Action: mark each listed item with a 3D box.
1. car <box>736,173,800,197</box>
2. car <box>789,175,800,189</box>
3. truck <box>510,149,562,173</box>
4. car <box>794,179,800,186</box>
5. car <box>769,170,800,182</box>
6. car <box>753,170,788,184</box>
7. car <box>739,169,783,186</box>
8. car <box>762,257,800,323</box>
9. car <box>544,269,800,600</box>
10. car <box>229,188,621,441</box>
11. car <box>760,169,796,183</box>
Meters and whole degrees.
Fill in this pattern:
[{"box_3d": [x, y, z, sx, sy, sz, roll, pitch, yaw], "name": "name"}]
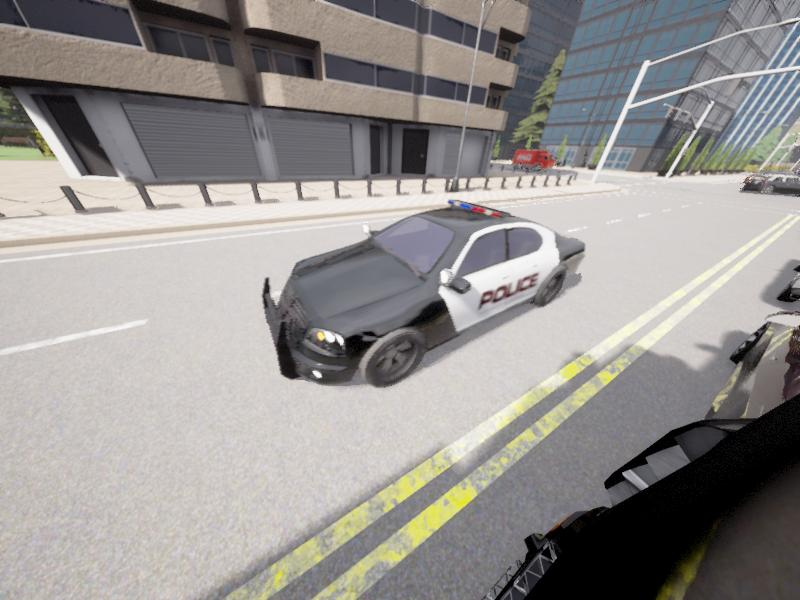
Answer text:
[{"box_3d": [32.979, -9.911, 19.960, 3.806, 1.475, 1.970, 11, 35, 13], "name": "car"}, {"box_3d": [49.591, -14.412, 27.926, 3.988, 1.617, 1.851, -16, 38, -26], "name": "car"}, {"box_3d": [18.554, -19.208, 31.899, 2.627, 2.467, 5.204, -16, 38, -26], "name": "truck"}, {"box_3d": [56.180, -16.299, 31.249, 4.856, 1.649, 2.033, -16, 38, -26], "name": "car"}, {"box_3d": [65.998, -21.307, 39.603, 5.366, 1.575, 1.801, -16, 38, -26], "name": "car"}, {"box_3d": [52.623, -17.483, 32.847, 3.633, 1.501, 1.845, -16, 38, -26], "name": "car"}, {"box_3d": [46.331, -15.725, 29.639, 4.856, 1.649, 2.033, -16, 38, -26], "name": "car"}, {"box_3d": [9.033, -0.462, 4.146, 4.718, 1.301, 1.895, -16, 38, -26], "name": "car"}, {"box_3d": [3.542, 1.048, 1.331, 4.792, 1.488, 2.163, -15, 37, -27], "name": "car"}, {"box_3d": [0.698, -0.577, 3.474, 4.974, 1.542, 2.038, -18, 39, -28], "name": "car"}, {"box_3d": [58.984, -19.347, 36.028, 4.856, 1.649, 2.033, -16, 38, -26], "name": "car"}]
